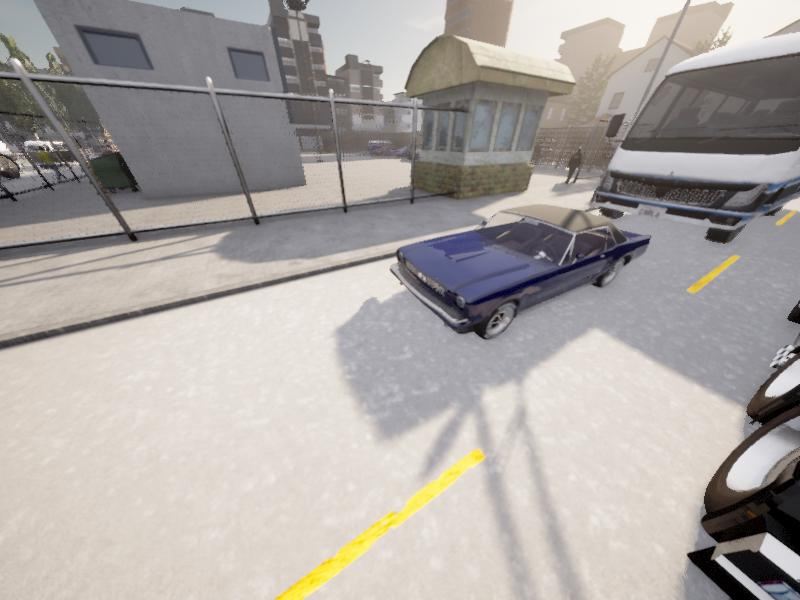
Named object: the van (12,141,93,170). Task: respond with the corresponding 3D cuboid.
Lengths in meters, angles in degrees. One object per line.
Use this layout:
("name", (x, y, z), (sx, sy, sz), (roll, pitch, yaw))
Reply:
("van", (-31.149, -13.246, 20.999), (2.069, 2.038, 4.480), (-19, 39, -25))

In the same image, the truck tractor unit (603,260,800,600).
("truck tractor unit", (5.103, -0.309, 0.791), (6.516, 4.208, 3.053), (-19, 39, -24))

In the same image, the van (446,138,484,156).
("van", (11.478, -27.454, 41.403), (2.351, 2.431, 6.366), (-19, 39, -25))

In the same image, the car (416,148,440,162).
("car", (3.272, -17.046, 27.116), (2.207, 1.379, 1.481), (-18, 39, -24))

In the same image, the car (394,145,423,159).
("car", (1.191, -21.200, 32.999), (3.633, 1.501, 1.845), (-18, 39, -24))

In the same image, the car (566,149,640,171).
("car", (19.921, -14.015, 22.963), (2.128, 1.511, 4.902), (-18, 39, -24))

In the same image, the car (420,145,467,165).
("car", (4.865, -16.246, 25.797), (4.611, 1.667, 2.242), (-18, 39, -24))

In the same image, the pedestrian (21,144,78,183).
("pedestrian", (-19.765, -7.734, 13.102), (0.751, 1.860, 0.751), (-13, 37, -18))

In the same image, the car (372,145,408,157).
("car", (-1.502, -23.358, 36.186), (5.357, 1.415, 2.033), (-18, 39, -24))

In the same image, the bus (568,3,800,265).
("bus", (11.295, -4.931, 7.449), (10.273, 4.253, 3.944), (-17, 39, -23))

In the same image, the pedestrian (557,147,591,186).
("pedestrian", (9.922, -7.652, 13.216), (0.751, 1.860, 0.751), (-21, 40, -27))

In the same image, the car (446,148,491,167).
("car", (7.086, -14.822, 23.888), (4.193, 1.474, 1.816), (-18, 39, -24))

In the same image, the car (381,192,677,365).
("car", (2.240, -0.848, 4.100), (4.718, 1.301, 1.895), (-17, 38, -23))

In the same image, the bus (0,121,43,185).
("bus", (-24.626, -7.499, 10.863), (3.944, 4.253, 10.273), (-19, 39, -25))

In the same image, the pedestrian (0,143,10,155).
("pedestrian", (-57.292, -21.693, 32.863), (0.751, 1.860, 0.751), (-12, 37, -17))

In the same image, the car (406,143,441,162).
("car", (2.943, -18.536, 28.887), (3.866, 1.878, 1.905), (-18, 39, -24))
